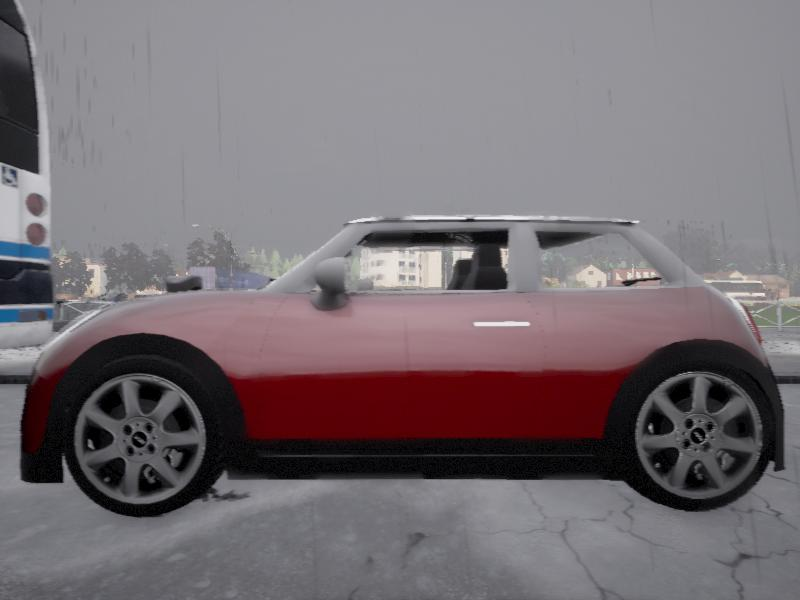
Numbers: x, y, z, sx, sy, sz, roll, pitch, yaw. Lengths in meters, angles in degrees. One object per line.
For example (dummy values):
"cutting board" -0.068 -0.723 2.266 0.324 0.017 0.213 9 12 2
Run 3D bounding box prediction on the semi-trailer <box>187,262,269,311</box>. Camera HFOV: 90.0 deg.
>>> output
"semi-trailer" -17.997 -1.213 43.488 2.717 4.402 14.254 0 0 0

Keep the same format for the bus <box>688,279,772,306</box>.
"bus" 52.965 -1.153 64.499 10.273 4.253 3.944 0 0 0

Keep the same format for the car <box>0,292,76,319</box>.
"car" -21.995 0.301 23.182 2.033 1.411 5.357 0 0 0

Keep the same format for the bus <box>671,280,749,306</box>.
"bus" 52.642 -1.154 68.258 10.273 4.253 3.944 0 0 0

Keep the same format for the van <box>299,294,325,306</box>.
"van" -15.487 0.003 70.453 4.442 1.987 1.775 0 1 29

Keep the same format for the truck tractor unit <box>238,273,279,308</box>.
"truck tractor unit" -17.997 -1.111 51.404 3.053 4.208 6.516 0 0 0

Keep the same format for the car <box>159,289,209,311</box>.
"car" -22.012 -0.027 41.121 2.150 2.045 5.566 0 0 0

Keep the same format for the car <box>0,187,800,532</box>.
"car" -0.010 0.254 2.707 3.806 1.475 1.970 0 0 0

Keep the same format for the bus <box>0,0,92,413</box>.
"bus" -8.629 -1.131 2.521 10.273 4.253 3.944 0 0 -1

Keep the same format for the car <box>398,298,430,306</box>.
"car" 2.375 0.294 68.423 5.357 1.411 2.033 0 0 0

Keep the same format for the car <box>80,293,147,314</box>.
"car" -22.005 0.235 31.005 2.007 1.525 4.514 0 0 0

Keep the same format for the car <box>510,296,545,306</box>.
"car" 21.774 0.165 68.406 5.238 1.638 1.930 0 0 0
